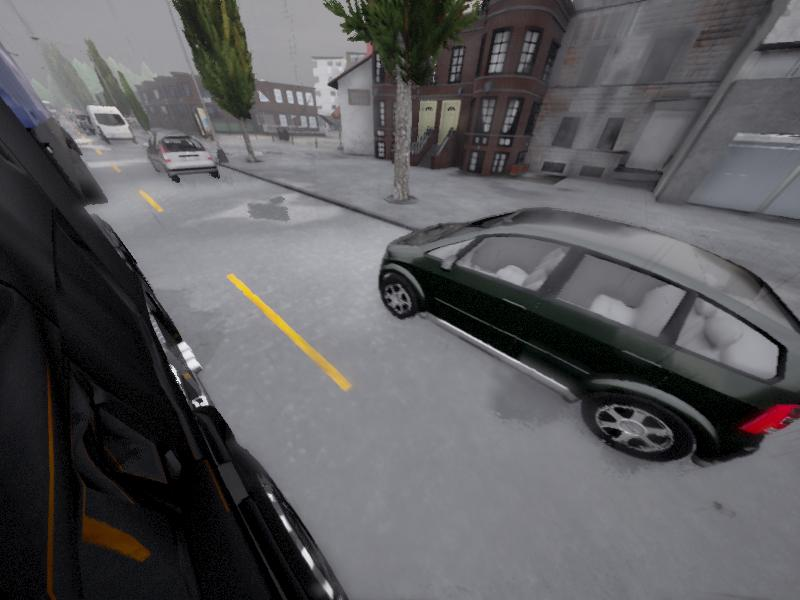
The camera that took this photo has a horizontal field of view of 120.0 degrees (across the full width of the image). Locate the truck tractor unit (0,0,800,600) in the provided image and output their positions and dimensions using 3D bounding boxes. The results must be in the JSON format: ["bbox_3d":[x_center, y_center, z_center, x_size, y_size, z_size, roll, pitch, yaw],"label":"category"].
[{"bbox_3d":[-2.645,-0.295,0.351,6.516,4.208,3.053,28,44,30],"label":"truck tractor unit"}]

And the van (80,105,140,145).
[{"bbox_3d":[-25.874,-15.618,20.615,5.915,2.561,1.988,29,44,31],"label":"van"}]

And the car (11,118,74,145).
[{"bbox_3d":[-28.974,-13.809,18.868,4.902,1.511,2.128,29,44,31],"label":"car"}]

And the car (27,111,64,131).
[{"bbox_3d":[-46.677,-23.662,30.499,4.605,1.855,1.932,30,45,30],"label":"car"}]

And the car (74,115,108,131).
[{"bbox_3d":[-44.048,-25.198,32.889,4.611,1.667,2.242,30,45,31],"label":"car"}]

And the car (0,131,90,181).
[{"bbox_3d":[-15.409,-6.274,9.874,4.181,1.385,1.994,28,44,31],"label":"car"}]

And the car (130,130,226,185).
[{"bbox_3d":[-9.828,-6.429,10.219,3.988,1.617,1.851,29,44,30],"label":"car"}]

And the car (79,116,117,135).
[{"bbox_3d":[-37.113,-21.452,28.397,4.856,1.649,2.033,29,44,30],"label":"car"}]

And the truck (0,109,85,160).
[{"bbox_3d":[-21.652,-10.021,13.818,6.274,2.098,2.390,29,44,31],"label":"truck"}]

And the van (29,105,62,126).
[{"bbox_3d":[-60.102,-31.336,39.247,5.915,2.561,1.988,29,44,30],"label":"van"}]

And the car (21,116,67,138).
[{"bbox_3d":[-35.494,-17.381,23.132,5.366,1.575,1.801,29,44,30],"label":"car"}]

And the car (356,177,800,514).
[{"bbox_3d":[1.453,-0.203,2.723,3.705,1.549,1.789,29,44,30],"label":"car"}]

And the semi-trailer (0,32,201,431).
[{"bbox_3d":[-8.642,-3.652,4.270,14.254,4.402,2.717,29,44,30],"label":"semi-trailer"}]
